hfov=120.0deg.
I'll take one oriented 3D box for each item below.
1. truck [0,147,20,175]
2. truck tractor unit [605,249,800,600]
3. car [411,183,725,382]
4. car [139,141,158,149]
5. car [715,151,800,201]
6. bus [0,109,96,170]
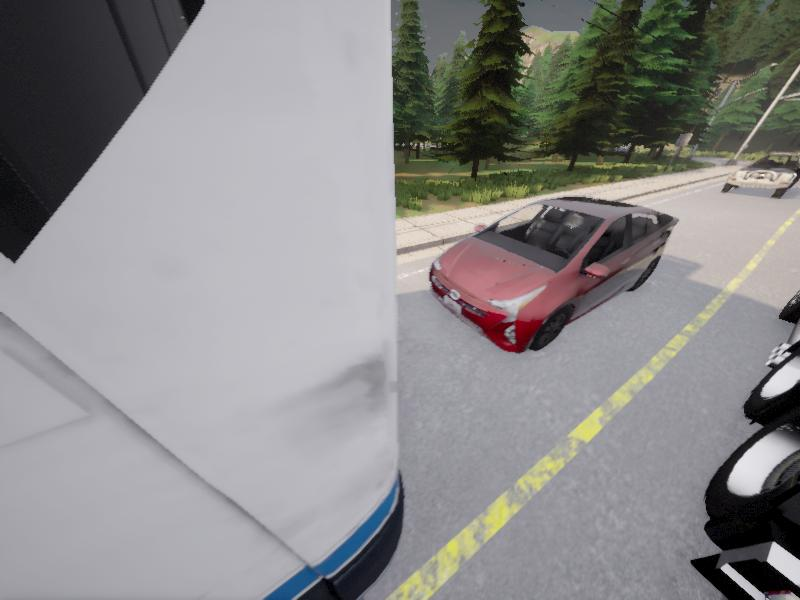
[{"bbox_3d":[-30.365,-9.459,15.575,2.390,2.098,6.274,-20,40,-26],"label":"truck"},{"bbox_3d":[5.082,-0.329,0.816,6.516,4.208,3.053,-19,39,-25],"label":"truck tractor unit"},{"bbox_3d":[2.661,-0.817,3.865,4.514,1.525,2.007,-18,39,-24],"label":"car"},{"bbox_3d":[-62.794,-38.813,57.781,2.097,1.767,4.553,-20,39,-26],"label":"car"},{"bbox_3d":[19.067,-6.535,11.928,4.605,1.855,1.932,-19,39,-25],"label":"car"},{"bbox_3d":[-36.781,-16.049,23.117,3.944,4.253,10.273,-20,40,-26],"label":"bus"}]
